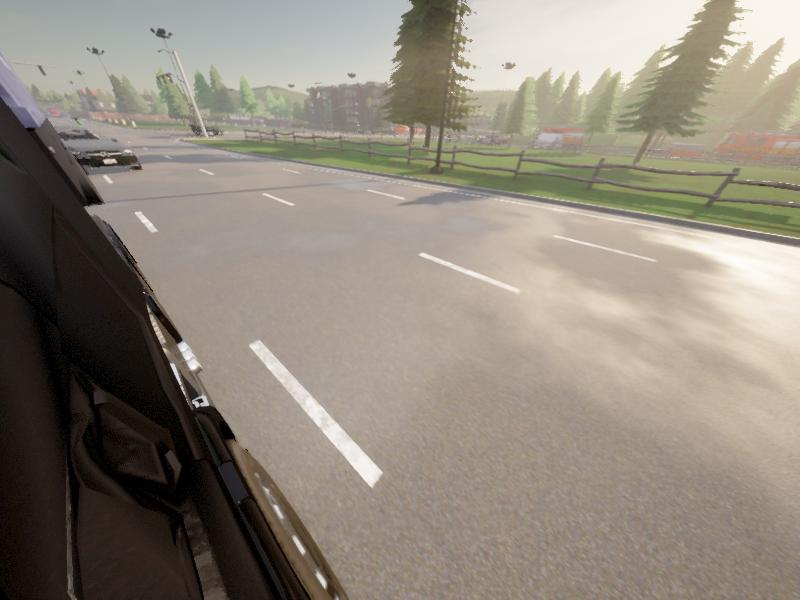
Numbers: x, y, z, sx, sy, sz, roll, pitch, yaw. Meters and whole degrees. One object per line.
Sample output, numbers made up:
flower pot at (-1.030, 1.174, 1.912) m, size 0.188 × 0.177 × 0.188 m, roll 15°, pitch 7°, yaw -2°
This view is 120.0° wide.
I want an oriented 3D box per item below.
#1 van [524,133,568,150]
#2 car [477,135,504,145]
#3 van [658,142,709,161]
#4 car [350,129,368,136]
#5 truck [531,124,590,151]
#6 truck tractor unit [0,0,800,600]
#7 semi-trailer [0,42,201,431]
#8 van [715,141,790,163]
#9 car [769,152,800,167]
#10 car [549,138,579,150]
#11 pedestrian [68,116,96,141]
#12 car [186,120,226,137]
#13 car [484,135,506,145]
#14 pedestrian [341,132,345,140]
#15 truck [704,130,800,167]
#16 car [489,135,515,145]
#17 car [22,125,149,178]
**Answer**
van at (28.226, -30.866, 44.872) m, size 6.366 × 2.431 × 2.351 m, roll 28°, pitch 44°, yaw 30°
car at (19.741, -35.106, 50.681) m, size 4.856 × 1.649 × 2.033 m, roll 28°, pitch 44°, yaw 30°
van at (43.020, -22.712, 35.264) m, size 4.442 × 1.987 × 1.775 m, roll 28°, pitch 44°, yaw 30°
car at (-11.608, -47.997, 66.041) m, size 1.837 × 1.490 × 4.892 m, roll 29°, pitch 44°, yaw 30°
truck at (31.630, -32.354, 45.917) m, size 8.468 × 3.827 × 2.891 m, roll 28°, pitch 44°, yaw 30°
truck tractor unit at (-2.645, -0.295, 0.351) m, size 6.516 × 4.208 × 3.053 m, roll 28°, pitch 44°, yaw 30°
semi-trailer at (-8.689, -3.608, 4.241) m, size 14.254 × 4.402 × 2.717 m, roll 28°, pitch 44°, yaw 30°
van at (56.486, -23.937, 37.280) m, size 5.915 × 2.561 × 1.988 m, roll 28°, pitch 44°, yaw 30°
car at (57.605, -20.123, 33.181) m, size 4.514 × 1.525 × 2.007 m, roll 28°, pitch 44°, yaw 30°
car at (34.352, -32.791, 48.382) m, size 4.553 × 1.767 × 2.097 m, roll 28°, pitch 44°, yaw 30°
pedestrian at (-30.125, -16.249, 21.911) m, size 0.751 × 1.860 × 0.751 m, roll 32°, pitch 45°, yaw 33°
car at (-29.254, -25.906, 34.936) m, size 1.905 × 1.878 × 3.866 m, roll 29°, pitch 44°, yaw 30°
car at (21.708, -36.785, 53.075) m, size 3.988 × 1.617 × 1.851 m, roll 28°, pitch 44°, yaw 30°
pedestrian at (-9.684, -27.897, 39.244) m, size 0.500 × 1.100 × 0.500 m, roll 31°, pitch 45°, yaw 33°
truck at (51.313, -21.747, 32.968) m, size 8.468 × 3.827 × 2.891 m, roll 28°, pitch 44°, yaw 30°
car at (24.281, -38.145, 55.054) m, size 5.027 × 1.651 × 2.152 m, roll 28°, pitch 44°, yaw 30°
car at (-14.818, -7.133, 10.921) m, size 5.027 × 1.651 × 2.152 m, roll 21°, pitch 41°, yaw 23°
